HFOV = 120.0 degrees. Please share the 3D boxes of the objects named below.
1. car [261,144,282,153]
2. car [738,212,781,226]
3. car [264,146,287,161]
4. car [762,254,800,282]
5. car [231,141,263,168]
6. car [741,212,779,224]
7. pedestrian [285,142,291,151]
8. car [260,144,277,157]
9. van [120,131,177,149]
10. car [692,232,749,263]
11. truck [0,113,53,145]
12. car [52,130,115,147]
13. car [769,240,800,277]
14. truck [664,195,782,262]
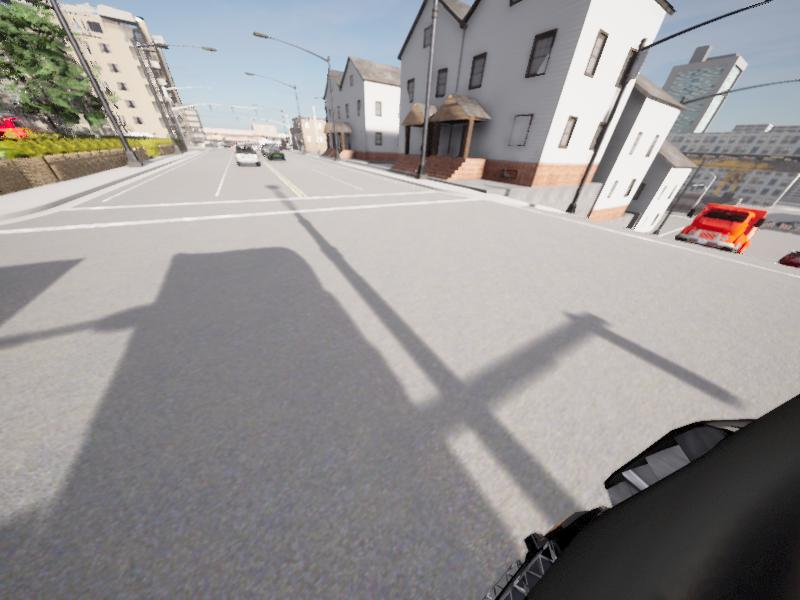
[{"bbox_3d":[-26.809,-31.704,48.398,1.812,1.442,4.674,1,34,-3],"label":"car"},{"bbox_3d":[75.371,-17.076,48.553,2.038,1.542,4.974,10,34,10],"label":"car"},{"bbox_3d":[-16.950,-19.920,31.312,2.038,1.542,4.974,-16,37,-26],"label":"car"},{"bbox_3d":[38.801,-3.291,23.136,4.605,1.855,1.932,-9,35,-30],"label":"car"},{"bbox_3d":[-14.779,-13.990,22.215,1.932,1.855,4.605,-16,39,-26],"label":"car"},{"bbox_3d":[75.390,-17.235,48.509,1.853,1.218,4.536,10,34,10],"label":"car"},{"bbox_3d":[-28.867,-39.643,59.631,0.751,1.860,0.751,12,35,13],"label":"pedestrian"},{"bbox_3d":[-22.145,-25.154,38.743,1.851,1.617,3.988,-16,38,-26],"label":"car"},{"bbox_3d":[-45.962,-29.362,42.514,6.366,2.431,2.351,-15,38,-25],"label":"van"},{"bbox_3d":[23.870,-3.842,17.172,4.193,1.474,1.816,-3,31,-33],"label":"car"},{"bbox_3d":[-61.055,-25.883,34.844,8.468,3.827,2.891,-15,37,-24],"label":"truck"},{"bbox_3d":[-53.199,-27.240,39.105,5.566,2.045,2.150,-15,38,-25],"label":"car"},{"bbox_3d":[20.856,-1.820,11.571,4.181,1.385,1.994,-3,31,-33],"label":"car"},{"bbox_3d":[18.135,-3.921,13.133,5.204,2.467,2.627,-3,31,-34],"label":"truck"}]
